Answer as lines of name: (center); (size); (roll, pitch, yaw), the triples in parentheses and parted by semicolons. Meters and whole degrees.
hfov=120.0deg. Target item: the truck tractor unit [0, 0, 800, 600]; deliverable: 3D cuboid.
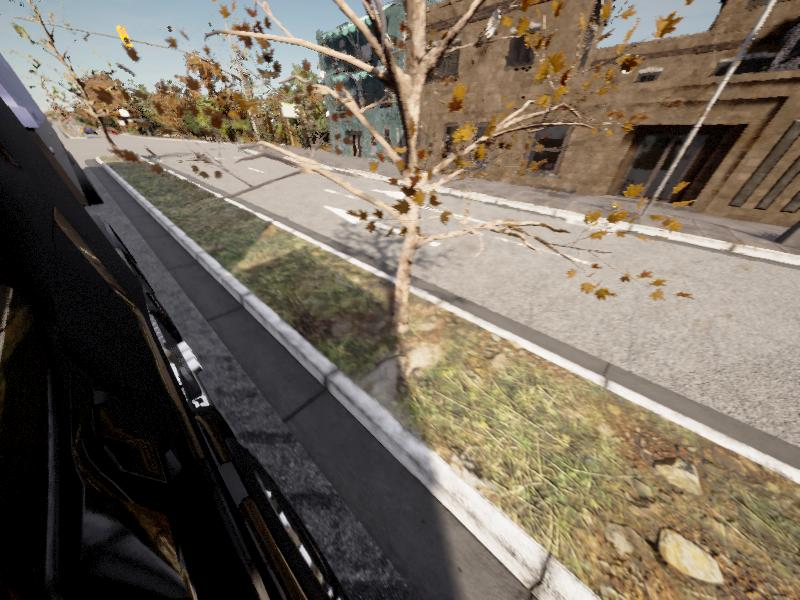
truck tractor unit: (-2.645, -0.295, 0.352); (6.516, 4.208, 3.053); (28, 44, 30)

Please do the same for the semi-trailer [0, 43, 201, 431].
semi-trailer: (-8.695, -3.602, 4.241); (14.254, 4.402, 2.717); (28, 44, 30)
